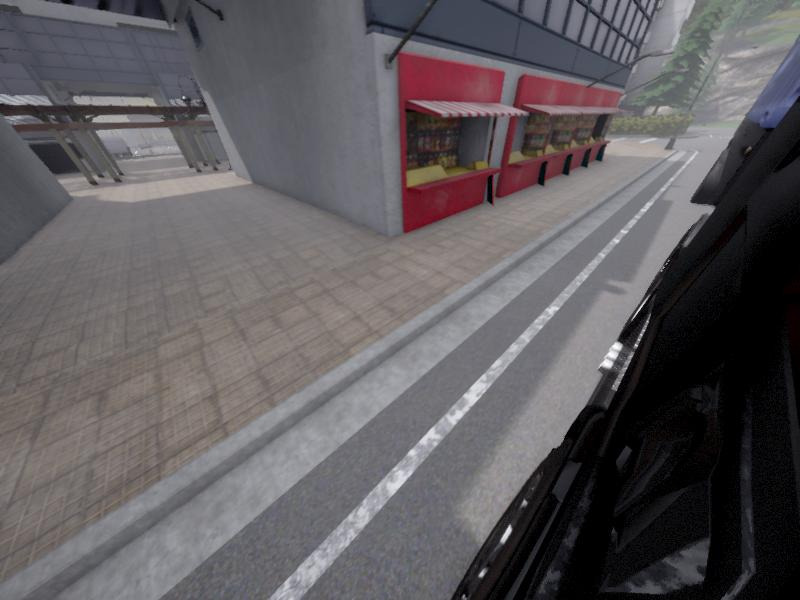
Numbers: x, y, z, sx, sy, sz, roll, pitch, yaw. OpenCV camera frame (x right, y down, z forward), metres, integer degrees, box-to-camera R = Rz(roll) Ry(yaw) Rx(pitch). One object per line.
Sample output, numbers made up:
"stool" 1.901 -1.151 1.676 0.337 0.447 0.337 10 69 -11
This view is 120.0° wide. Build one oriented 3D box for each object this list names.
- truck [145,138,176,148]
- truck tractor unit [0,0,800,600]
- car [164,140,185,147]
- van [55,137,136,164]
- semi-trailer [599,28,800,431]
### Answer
"truck" -72.004 -47.288 69.528 6.274 2.098 2.390 -30 45 -32
"truck tractor unit" 2.645 -0.295 0.351 6.516 4.208 3.053 -28 44 -30
"car" -67.457 -46.839 69.119 3.988 1.617 1.851 -30 45 -32
"van" -40.230 -20.111 30.900 5.915 2.561 1.988 -30 45 -32
"semi-trailer" 8.626 -3.657 4.294 14.254 4.402 2.717 -29 44 -30
